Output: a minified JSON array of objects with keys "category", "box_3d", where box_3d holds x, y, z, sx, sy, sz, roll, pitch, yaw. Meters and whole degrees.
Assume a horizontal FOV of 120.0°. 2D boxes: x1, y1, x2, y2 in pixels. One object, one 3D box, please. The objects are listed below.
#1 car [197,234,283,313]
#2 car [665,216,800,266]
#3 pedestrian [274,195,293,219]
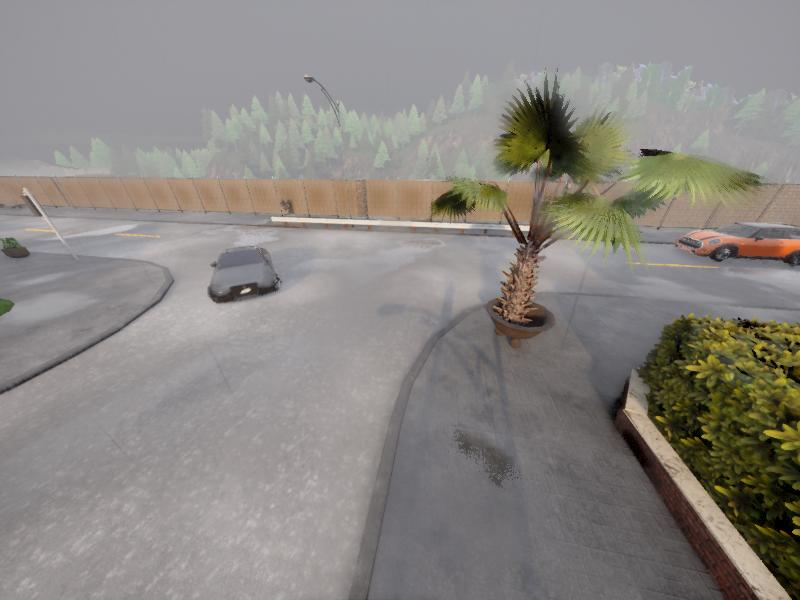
[{"category":"car","box_3d":[-6.120,-1.317,9.125,1.994,1.385,4.181,-15,33,-25]},{"category":"car","box_3d":[17.471,-3.080,11.753,4.553,1.767,2.097,5,30,9]},{"category":"pedestrian","box_3d":[-10.088,-8.060,20.056,0.751,1.860,0.751,6,30,10]}]
